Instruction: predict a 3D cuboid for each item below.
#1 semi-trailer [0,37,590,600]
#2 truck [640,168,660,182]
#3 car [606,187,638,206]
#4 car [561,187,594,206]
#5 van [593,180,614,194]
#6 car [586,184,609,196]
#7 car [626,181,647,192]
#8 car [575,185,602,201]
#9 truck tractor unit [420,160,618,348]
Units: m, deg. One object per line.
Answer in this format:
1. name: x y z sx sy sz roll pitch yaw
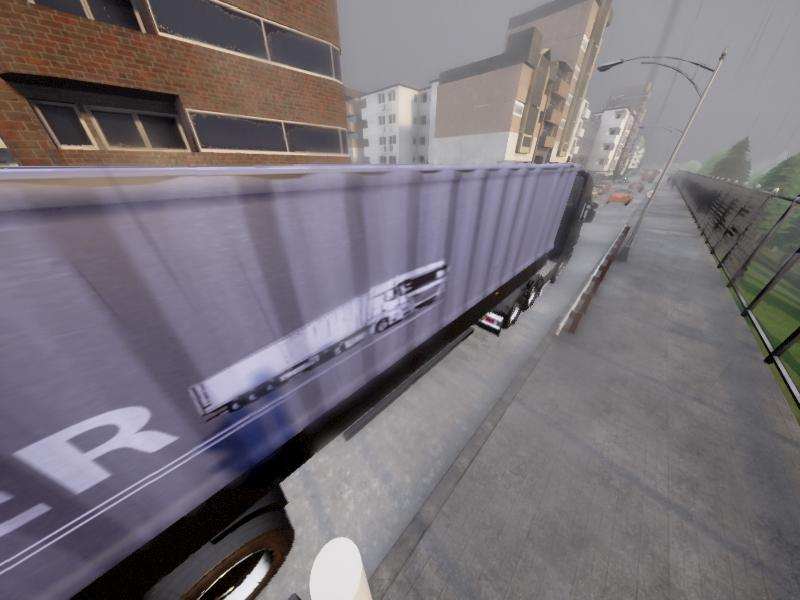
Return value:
1. semi-trailer: -1.523 0.449 3.015 14.254 4.402 2.717 -27 39 -38
2. truck: 77.808 -38.941 71.829 8.468 3.827 2.891 -27 39 -38
3. car: 28.341 -13.335 29.515 4.553 1.767 2.097 -26 39 -38
4. car: 22.786 -13.386 29.605 4.553 1.767 2.097 -27 39 -38
5. van: 36.603 -20.378 41.517 1.775 1.987 4.442 27 40 38
6. car: 32.706 -18.205 38.270 1.970 1.475 3.806 27 39 38
7. car: 45.807 -21.991 44.681 5.027 1.651 2.152 -27 39 -38
8. car: 27.818 -15.809 34.016 5.366 1.575 1.801 -27 39 -38
9. truck tractor unit: 4.077 -2.265 7.907 6.516 4.208 3.053 -27 39 -38
